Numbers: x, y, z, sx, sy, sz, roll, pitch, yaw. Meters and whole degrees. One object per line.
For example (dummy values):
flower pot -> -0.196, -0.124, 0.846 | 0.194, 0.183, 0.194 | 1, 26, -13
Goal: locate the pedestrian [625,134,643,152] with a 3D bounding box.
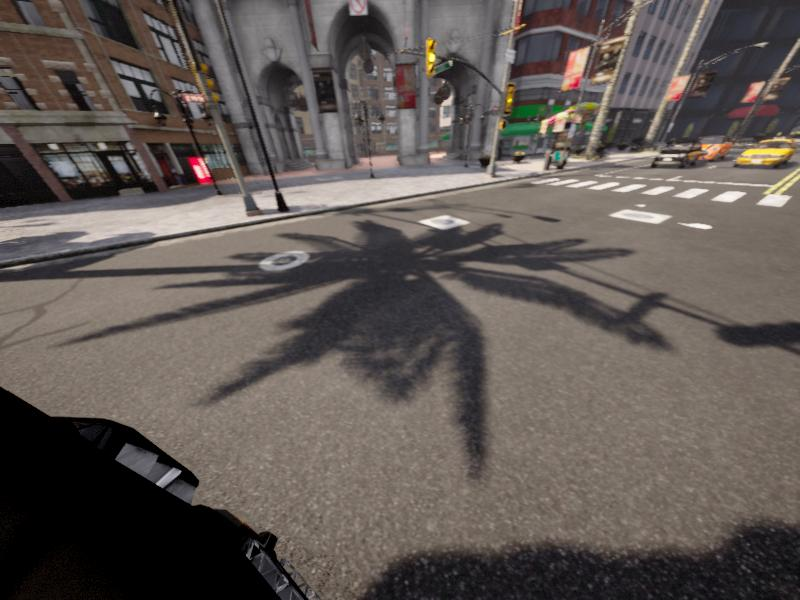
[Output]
pedestrian -> 29.393, -19.709, 29.017 | 0.751, 1.860, 0.751 | -12, 35, -13

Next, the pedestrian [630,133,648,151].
pedestrian -> 30.802, -20.310, 29.803 | 0.751, 1.860, 0.751 | -16, 36, -19

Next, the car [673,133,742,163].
car -> 25.088, -12.438, 18.880 | 4.553, 1.767, 2.097 | -21, 38, -25

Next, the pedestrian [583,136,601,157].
pedestrian -> 20.927, -16.701, 25.203 | 0.751, 1.860, 0.751 | -21, 38, -25

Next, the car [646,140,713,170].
car -> 19.635, -10.262, 16.282 | 3.705, 1.549, 1.789 | -21, 38, -25

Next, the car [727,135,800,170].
car -> 23.610, -9.486, 14.782 | 5.366, 1.575, 1.801 | -21, 38, -25
